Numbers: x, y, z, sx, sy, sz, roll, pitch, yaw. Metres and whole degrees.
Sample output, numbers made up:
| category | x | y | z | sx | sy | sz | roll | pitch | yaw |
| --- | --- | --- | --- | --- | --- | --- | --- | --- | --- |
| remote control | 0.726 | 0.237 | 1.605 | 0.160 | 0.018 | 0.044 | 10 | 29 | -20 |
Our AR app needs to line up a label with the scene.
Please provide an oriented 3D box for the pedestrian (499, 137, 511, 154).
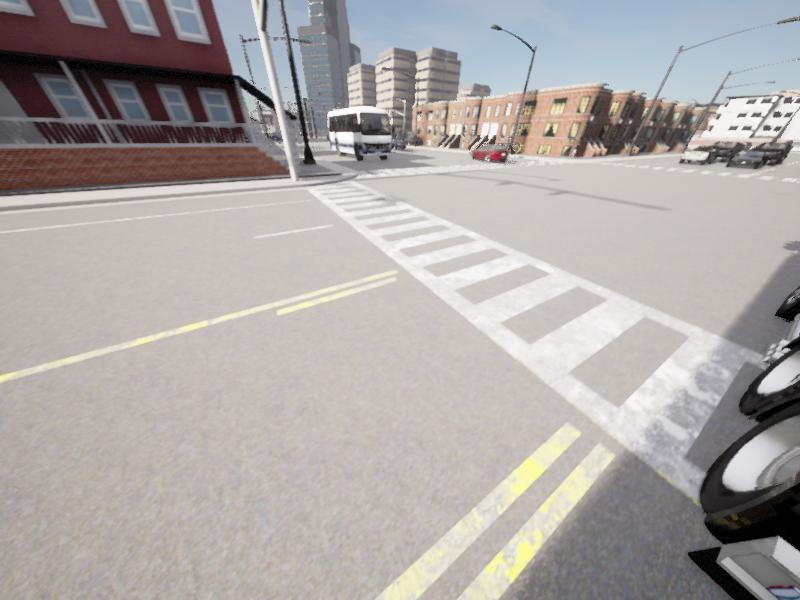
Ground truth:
| category | x | y | z | sx | sy | sz | roll | pitch | yaw |
| --- | --- | --- | --- | --- | --- | --- | --- | --- | --- |
| pedestrian | 14.140 | -20.777 | 31.135 | 0.751 | 1.860 | 0.751 | -18 | 40 | -25 |

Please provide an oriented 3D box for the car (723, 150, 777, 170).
| category | x | y | z | sx | sy | sz | roll | pitch | yaw |
| --- | --- | --- | --- | --- | --- | --- | --- | --- | --- |
| car | 34.219 | -13.727 | 22.592 | 4.181 | 1.385 | 1.994 | -19 | 40 | -25 |

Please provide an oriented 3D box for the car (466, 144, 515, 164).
| category | x | y | z | sx | sy | sz | roll | pitch | yaw |
| --- | --- | --- | --- | --- | --- | --- | --- | --- | --- |
| car | 9.168 | -15.238 | 23.962 | 2.163 | 1.488 | 4.792 | -11 | 37 | -16 |

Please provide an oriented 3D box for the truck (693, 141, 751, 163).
| category | x | y | z | sx | sy | sz | roll | pitch | yaw |
| --- | --- | --- | --- | --- | --- | --- | --- | --- | --- |
| truck | 39.213 | -18.078 | 28.124 | 6.274 | 2.098 | 2.390 | -19 | 40 | -25 |

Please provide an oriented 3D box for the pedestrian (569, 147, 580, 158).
| category | x | y | z | sx | sy | sz | roll | pitch | yaw |
| --- | --- | --- | --- | --- | --- | --- | --- | --- | --- |
| pedestrian | 20.634 | -17.453 | 27.351 | 0.500 | 1.100 | 0.500 | 0 | 36 | -2 |

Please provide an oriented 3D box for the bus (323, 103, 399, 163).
| category | x | y | z | sx | sy | sz | roll | pitch | yaw |
| --- | --- | --- | --- | --- | --- | --- | --- | --- | --- |
| bus | -4.413 | -17.630 | 24.569 | 3.944 | 4.253 | 10.273 | -19 | 40 | -25 |

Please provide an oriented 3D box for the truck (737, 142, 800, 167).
| category | x | y | z | sx | sy | sz | roll | pitch | yaw |
| --- | --- | --- | --- | --- | --- | --- | --- | --- | --- |
| truck | 40.847 | -16.244 | 25.623 | 6.274 | 2.098 | 2.390 | -19 | 40 | -25 |

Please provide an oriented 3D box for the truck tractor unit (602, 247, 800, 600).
| category | x | y | z | sx | sy | sz | roll | pitch | yaw |
| --- | --- | --- | --- | --- | --- | --- | --- | --- | --- |
| truck tractor unit | 5.107 | -0.302 | 0.800 | 6.516 | 4.208 | 3.053 | -19 | 42 | -25 |

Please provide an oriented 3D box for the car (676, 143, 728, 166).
| category | x | y | z | sx | sy | sz | roll | pitch | yaw |
| --- | --- | --- | --- | --- | --- | --- | --- | --- | --- |
| car | 32.608 | -15.775 | 24.953 | 4.605 | 1.855 | 1.932 | -19 | 40 | -25 |
